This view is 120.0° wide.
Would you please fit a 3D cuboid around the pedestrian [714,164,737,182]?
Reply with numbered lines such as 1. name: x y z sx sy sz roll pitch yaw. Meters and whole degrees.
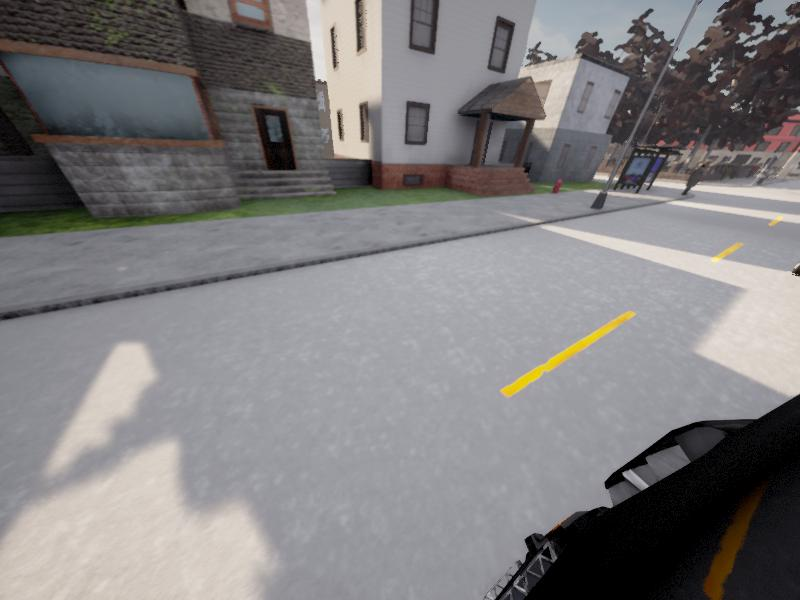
1. pedestrian: 39.080 -15.271 27.752 0.751 1.860 0.751 -17 39 -27

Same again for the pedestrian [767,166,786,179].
1. pedestrian: 64.453 -21.909 39.573 0.751 1.860 0.751 -13 37 -22

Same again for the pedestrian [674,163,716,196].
1. pedestrian: 19.896 -8.143 15.634 0.751 1.860 0.751 -1 34 -6

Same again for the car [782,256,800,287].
1. car: 11.181 -1.181 5.137 5.008 1.535 1.882 -16 38 -26

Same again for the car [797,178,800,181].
1. car: 74.455 -21.724 40.937 1.789 1.549 3.705 -16 38 -26

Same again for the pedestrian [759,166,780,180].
1. pedestrian: 55.680 -19.155 34.800 0.751 1.860 0.751 -13 37 -23

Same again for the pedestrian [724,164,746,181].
1. pedestrian: 43.967 -16.760 30.343 0.751 1.860 0.751 -16 38 -26
